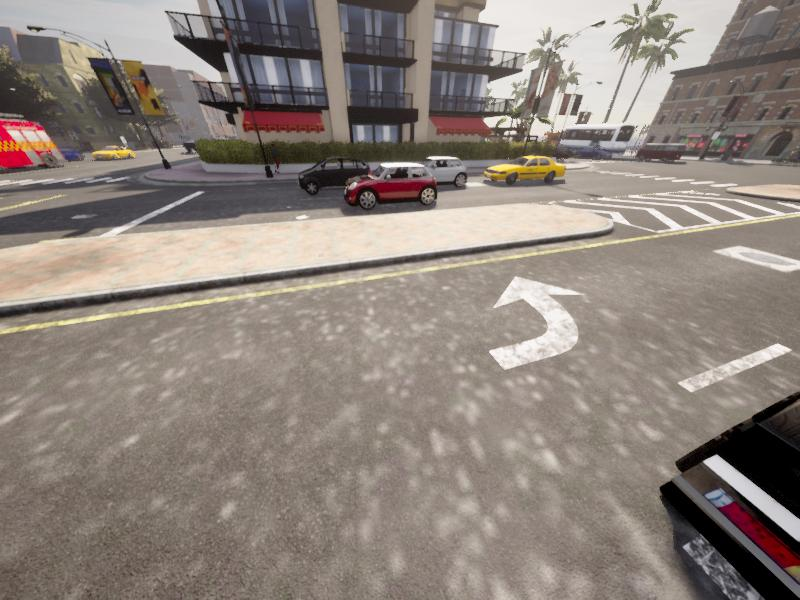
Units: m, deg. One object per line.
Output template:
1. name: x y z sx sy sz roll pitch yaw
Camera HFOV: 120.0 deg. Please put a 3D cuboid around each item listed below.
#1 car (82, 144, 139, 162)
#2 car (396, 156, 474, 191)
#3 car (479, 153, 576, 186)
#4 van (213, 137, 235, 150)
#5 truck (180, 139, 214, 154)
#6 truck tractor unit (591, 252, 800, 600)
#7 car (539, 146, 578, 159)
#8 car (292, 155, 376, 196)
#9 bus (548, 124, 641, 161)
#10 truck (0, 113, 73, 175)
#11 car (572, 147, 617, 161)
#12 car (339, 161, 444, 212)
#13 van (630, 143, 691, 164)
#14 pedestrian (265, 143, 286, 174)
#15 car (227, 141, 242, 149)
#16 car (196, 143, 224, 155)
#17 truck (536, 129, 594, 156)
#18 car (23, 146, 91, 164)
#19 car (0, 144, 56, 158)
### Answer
1. car: -35.702 -18.377 28.750 1.801 1.575 5.366 -10 36 -15
2. car: 1.881 -7.319 13.231 3.806 1.475 1.970 -10 36 -14
3. car: 8.069 -8.449 14.807 5.366 1.575 1.801 -10 36 -14
4. van: -42.942 -38.312 56.581 2.351 2.431 6.366 -10 36 -15
5. truck: -37.656 -28.679 43.081 2.390 2.098 6.274 -10 36 -15
6. truck tractor unit: 5.283 -0.072 0.453 6.516 4.208 3.053 -10 36 -14
7. car: 23.576 -22.116 34.593 2.007 1.525 4.514 -10 36 -14
8. car: -3.304 -6.442 11.867 3.705 1.549 1.789 -10 36 -14
9. bus: 29.785 -25.059 36.504 3.944 4.253 10.273 -10 38 -14
10. truck: -31.564 -11.867 17.468 2.891 3.827 8.468 -10 36 -15
11. car: 27.760 -21.076 33.203 1.812 1.442 4.674 -10 36 -14
12. car: -0.413 -4.822 9.629 3.806 1.475 1.970 -10 36 -14
13. van: 32.795 -18.695 29.344 1.775 1.987 4.442 -10 36 -14
14. pedestrian: -8.826 -10.057 16.442 0.751 1.860 0.751 -10 36 -14
15. car: -45.831 -43.164 64.226 1.930 1.638 5.238 -10 36 -15
16. car: -32.733 -26.230 40.010 2.033 1.649 4.856 -10 36 -15
17. truck: 30.893 -29.939 43.871 2.891 3.827 8.468 -10 36 -14
18. car: -38.293 -16.388 25.996 1.812 1.442 4.674 -10 36 -15
19. car: -51.663 -20.396 31.581 4.974 1.542 2.038 -4 35 -7
